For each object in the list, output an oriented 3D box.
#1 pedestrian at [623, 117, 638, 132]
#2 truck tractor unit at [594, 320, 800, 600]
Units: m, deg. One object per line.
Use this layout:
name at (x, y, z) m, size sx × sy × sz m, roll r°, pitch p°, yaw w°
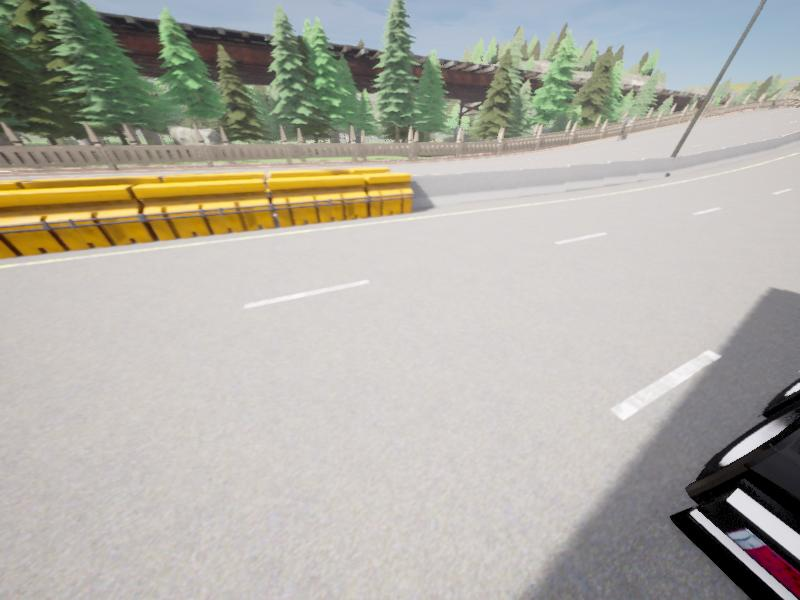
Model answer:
pedestrian at (35.806, -27.218, 35.896) m, size 0.751 × 1.860 × 0.751 m, roll -14°, pitch 38°, yaw -19°
truck tractor unit at (5.207, -0.191, 0.630) m, size 6.516 × 4.208 × 3.053 m, roll -14°, pitch 38°, yaw -19°
